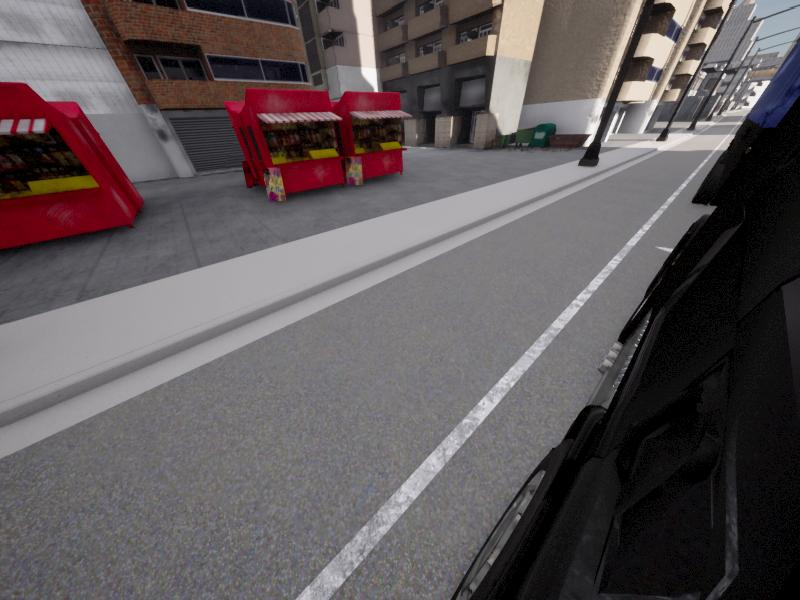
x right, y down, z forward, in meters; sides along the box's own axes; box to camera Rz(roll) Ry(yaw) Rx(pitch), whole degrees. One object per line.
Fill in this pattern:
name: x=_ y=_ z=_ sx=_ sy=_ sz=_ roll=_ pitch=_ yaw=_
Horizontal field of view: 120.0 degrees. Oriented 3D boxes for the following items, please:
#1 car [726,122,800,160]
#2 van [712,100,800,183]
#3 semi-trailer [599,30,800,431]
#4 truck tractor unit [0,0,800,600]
car: x=22.055 y=-9.673 z=13.940 sx=4.902 sy=1.511 sz=2.128 roll=-28 pitch=44 yaw=-30
van: x=16.399 y=-6.999 z=9.958 sx=6.366 sy=2.431 sz=2.351 roll=-28 pitch=44 yaw=-30
semi-trailer: x=8.635 y=-3.647 z=4.289 sx=14.254 sy=4.402 sz=2.717 roll=-29 pitch=44 yaw=-30
truck tractor unit: x=2.645 y=-0.295 z=0.351 sx=6.516 sy=4.208 sz=3.053 roll=-28 pitch=44 yaw=-30
